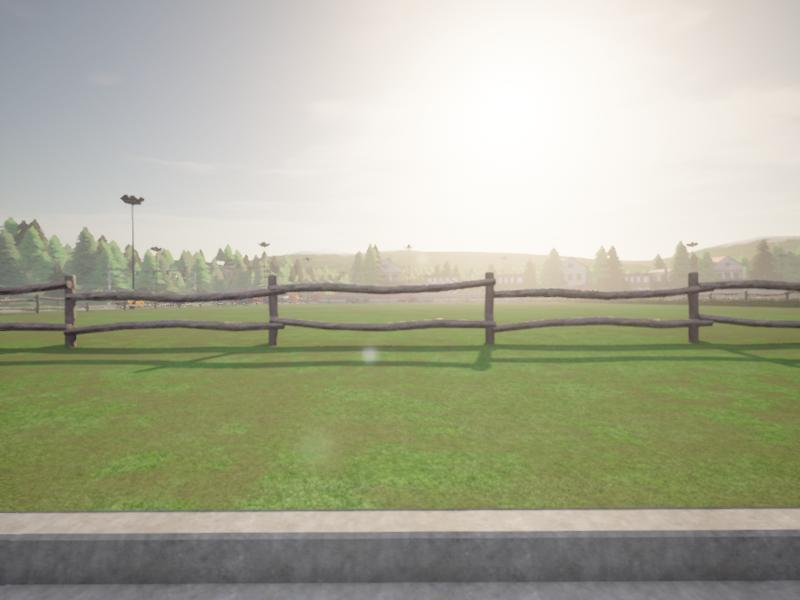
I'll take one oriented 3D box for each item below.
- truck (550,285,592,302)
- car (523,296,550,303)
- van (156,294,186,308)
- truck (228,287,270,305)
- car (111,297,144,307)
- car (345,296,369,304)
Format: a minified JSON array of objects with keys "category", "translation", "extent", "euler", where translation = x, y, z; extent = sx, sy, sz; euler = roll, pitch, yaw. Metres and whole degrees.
[{"category":"truck","translation":[39.158,-1.390,91.751],"extent":[8.468,3.827,2.891],"euler":[0,0,0]},{"category":"car","translation":[30.097,-0.177,88.307],"extent":[5.366,1.575,1.801],"euler":[0,0,0]},{"category":"van","translation":[-36.502,0.060,63.834],"extent":[2.069,2.038,4.480],"euler":[0,2,1]},{"category":"truck","translation":[-34.200,-0.897,90.872],"extent":[8.468,3.827,2.891],"euler":[0,0,-43]},{"category":"car","translation":[-43.506,0.370,63.971],"extent":[1.882,1.535,5.008],"euler":[0,0,1]},{"category":"car","translation":[-9.456,0.038,88.567],"extent":[5.238,1.638,1.930],"euler":[0,0,0]}]
